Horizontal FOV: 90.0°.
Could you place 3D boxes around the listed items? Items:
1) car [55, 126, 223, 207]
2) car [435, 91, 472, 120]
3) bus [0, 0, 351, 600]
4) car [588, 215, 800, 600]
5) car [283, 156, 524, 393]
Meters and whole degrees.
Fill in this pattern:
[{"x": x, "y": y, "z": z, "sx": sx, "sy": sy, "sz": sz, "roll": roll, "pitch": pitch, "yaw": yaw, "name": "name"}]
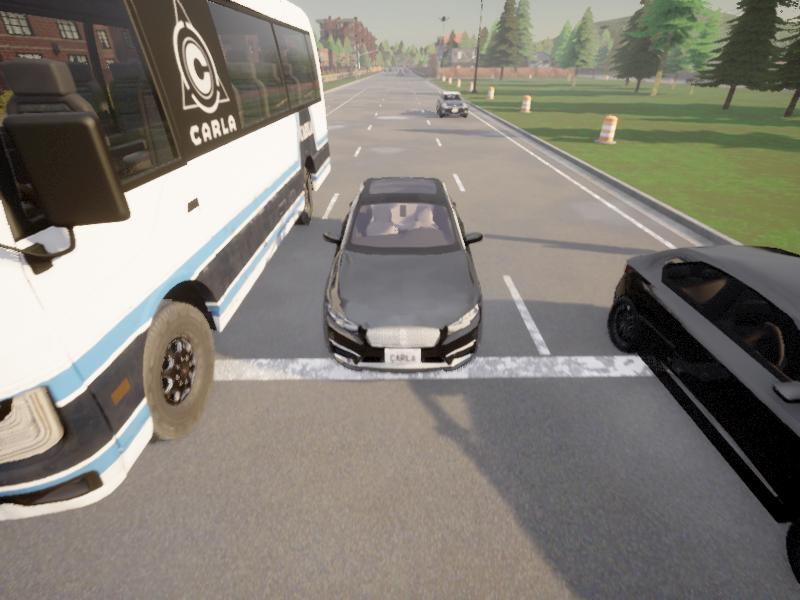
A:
[{"x": -6.983, "y": -3.955, "z": 11.399, "sx": 1.994, "sy": 1.385, "sz": 4.181, "roll": 0, "pitch": 30, "yaw": 0, "name": "car"}, {"x": 3.532, "y": -13.312, "z": 27.277, "sx": 1.970, "sy": 1.475, "sz": 3.806, "roll": 0, "pitch": 30, "yaw": 0, "name": "car"}, {"x": -3.360, "y": -2.400, "z": 5.887, "sx": 3.944, "sy": 4.253, "sz": 10.273, "roll": 0, "pitch": 30, "yaw": 0, "name": "bus"}, {"x": 3.519, "y": 0.671, "z": 3.386, "sx": 1.816, "sy": 1.474, "sz": 4.193, "roll": 0, "pitch": 30, "yaw": 0, "name": "car"}, {"x": 0.043, "y": -0.896, "z": 6.029, "sx": 2.128, "sy": 1.511, "sz": 4.902, "roll": 0, "pitch": 30, "yaw": 0, "name": "car"}]
